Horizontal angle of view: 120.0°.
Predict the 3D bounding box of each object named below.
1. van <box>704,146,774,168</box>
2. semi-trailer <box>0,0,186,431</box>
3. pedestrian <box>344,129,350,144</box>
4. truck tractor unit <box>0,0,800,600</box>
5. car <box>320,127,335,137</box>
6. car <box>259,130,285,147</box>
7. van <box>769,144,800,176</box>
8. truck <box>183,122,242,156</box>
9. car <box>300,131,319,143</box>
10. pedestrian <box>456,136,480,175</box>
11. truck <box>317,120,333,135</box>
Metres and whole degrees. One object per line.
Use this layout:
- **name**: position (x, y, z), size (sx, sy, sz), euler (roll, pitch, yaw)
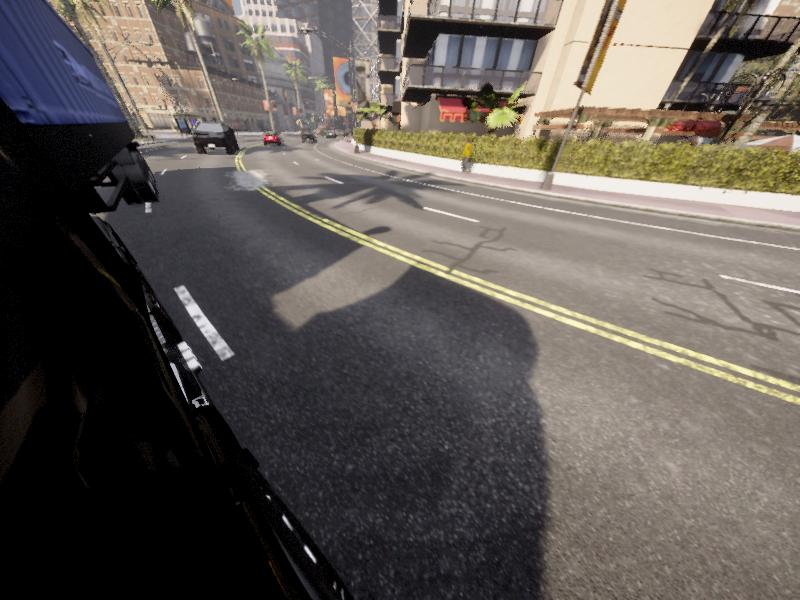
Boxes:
- **van**: position (44.273, -18.867, 30.436), size (2.069, 2.038, 4.480), euler (1, 36, -3)
- **semi-trailer**: position (-7.996, -3.977, 4.850), size (2.717, 4.402, 14.254), euler (-26, 45, -32)
- **pedestrian**: position (-8.345, -25.823, 36.407), size (0.751, 1.860, 0.751), euler (0, 36, -3)
- **truck tractor unit**: position (-2.645, -0.295, 0.352), size (6.516, 4.208, 3.053), euler (28, 44, 30)
- **car**: position (-19.302, -44.772, 61.614), size (2.150, 2.045, 5.566), euler (2, 36, -1)
- **car**: position (-16.226, -20.759, 29.602), size (2.007, 1.525, 4.514), euler (-8, 38, -14)
- **van**: position (41.131, -13.096, 21.968), size (1.988, 2.561, 5.915), euler (1, 36, -3)
- **truck**: position (-15.586, -13.795, 19.690), size (2.390, 2.098, 6.274), euler (-13, 39, -20)
- **car**: position (-14.611, -26.516, 37.558), size (1.837, 1.490, 4.892), euler (-3, 37, -7)
- **pedestrian**: position (4.003, -8.576, 13.743), size (0.751, 1.860, 0.751), euler (-29, 47, -35)
- **truck**: position (-26.806, -62.040, 83.106), size (2.891, 3.827, 8.468), euler (1, 36, -2)
